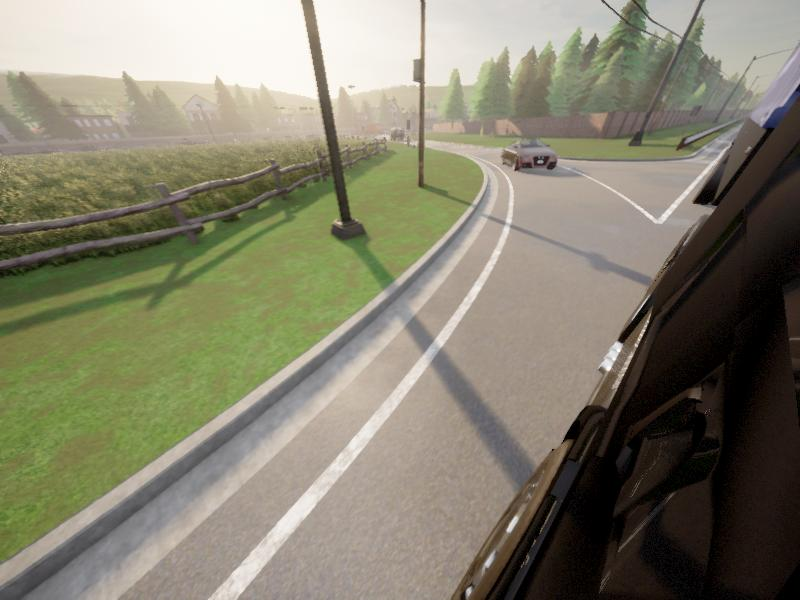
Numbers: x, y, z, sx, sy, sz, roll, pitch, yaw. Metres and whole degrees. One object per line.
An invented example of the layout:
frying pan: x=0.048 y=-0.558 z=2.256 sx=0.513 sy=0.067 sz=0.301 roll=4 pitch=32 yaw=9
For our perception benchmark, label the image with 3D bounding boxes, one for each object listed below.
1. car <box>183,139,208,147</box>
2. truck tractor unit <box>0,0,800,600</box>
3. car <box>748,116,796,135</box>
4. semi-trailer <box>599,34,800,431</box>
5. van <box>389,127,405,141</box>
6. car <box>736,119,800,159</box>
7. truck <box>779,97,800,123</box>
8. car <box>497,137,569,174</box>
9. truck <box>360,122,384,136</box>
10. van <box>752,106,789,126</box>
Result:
car: x=-56.259 y=-43.194 z=63.523 sx=4.792 sy=1.488 sz=2.163 roll=-28 pitch=43 yaw=-29
truck tractor unit: x=2.645 y=-0.295 z=0.351 sx=6.516 sy=4.208 sz=3.053 roll=-28 pitch=44 yaw=-30
car: x=40.334 y=-18.981 z=25.164 sx=4.792 sy=1.488 sz=2.163 roll=-28 pitch=44 yaw=-29
semi-trailer: x=8.649 y=-3.641 z=4.272 sx=14.254 sy=4.402 sz=2.717 roll=-29 pitch=44 yaw=-30
van: x=-0.601 y=-32.308 z=45.042 sx=2.069 sy=2.038 sz=4.480 roll=-11 pitch=37 yaw=-11
car: x=22.549 y=-9.676 z=13.770 sx=5.027 sy=1.651 sz=2.152 roll=-28 pitch=43 yaw=-30
truck: x=78.331 y=-37.222 z=45.116 sx=8.468 sy=3.827 sz=2.891 roll=-28 pitch=44 yaw=-29
car: x=7.253 y=-8.363 z=13.195 sx=1.994 sy=1.385 sz=4.181 roll=1 pitch=37 yaw=4
truck: x=-10.572 y=-65.283 z=88.116 sx=8.468 sy=3.827 sz=2.891 roll=-28 pitch=43 yaw=-29
van: x=64.164 y=-31.912 z=40.105 sx=6.366 sy=2.431 sz=2.351 roll=-28 pitch=44 yaw=-29
